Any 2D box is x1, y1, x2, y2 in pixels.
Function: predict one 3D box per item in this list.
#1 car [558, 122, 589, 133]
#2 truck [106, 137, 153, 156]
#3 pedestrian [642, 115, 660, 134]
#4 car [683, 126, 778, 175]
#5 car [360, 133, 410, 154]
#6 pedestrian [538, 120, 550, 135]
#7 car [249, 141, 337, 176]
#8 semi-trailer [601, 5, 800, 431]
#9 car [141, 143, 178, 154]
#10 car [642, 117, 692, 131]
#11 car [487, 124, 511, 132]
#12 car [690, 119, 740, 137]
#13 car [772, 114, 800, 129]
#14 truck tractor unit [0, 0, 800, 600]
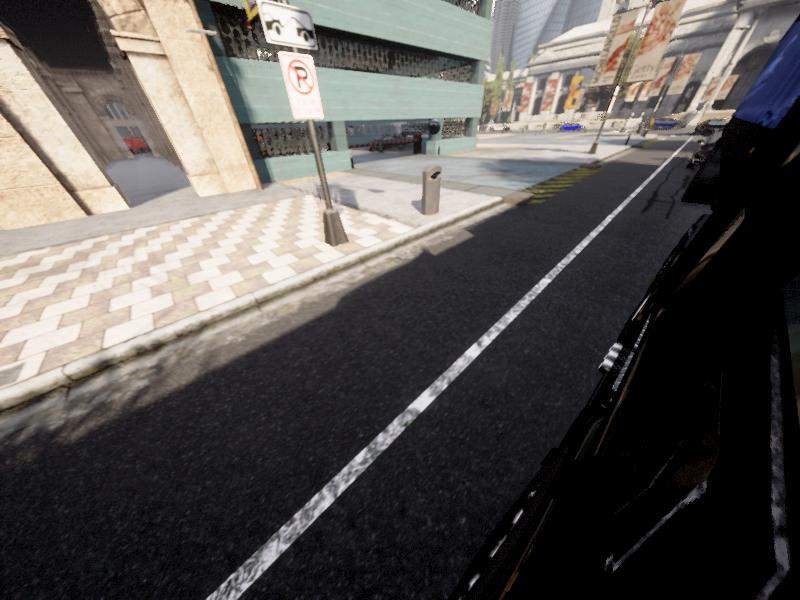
[{"bbox_3d":[33.204,-33.187,44.407,1.816,1.474,4.193,-31,45,-32],"label":"car"},{"bbox_3d":[-51.015,-29.162,43.783,5.204,2.467,2.627,-31,45,-32],"label":"truck"},{"bbox_3d":[31.125,-21.737,28.688,0.751,1.860,0.751,-32,45,-33],"label":"pedestrian"},{"bbox_3d":[15.677,-7.330,11.133,4.892,1.490,1.837,-31,45,-32],"label":"car"},{"bbox_3d":[-1.448,-16.553,24.328,4.902,1.511,2.128,-31,45,-32],"label":"car"},{"bbox_3d":[22.769,-27.204,36.517,0.751,1.860,0.751,-23,41,-25],"label":"pedestrian"},{"bbox_3d":[-7.087,-9.777,15.748,4.786,1.482,2.161,-31,45,-32],"label":"car"},{"bbox_3d":[8.516,-3.733,4.385,14.254,4.402,2.717,-30,45,-31],"label":"semi-trailer"},{"bbox_3d":[-45.804,-28.965,44.032,4.674,1.442,1.812,-31,45,-32],"label":"car"},{"bbox_3d":[42.061,-27.787,36.502,2.033,1.649,4.856,-31,45,-32],"label":"car"},{"bbox_3d":[25.461,-44.131,59.387,4.974,1.542,2.038,29,47,35],"label":"car"},{"bbox_3d":[35.184,-19.426,25.986,1.812,1.442,4.674,18,42,25],"label":"car"},{"bbox_3d":[49.646,-21.538,27.810,2.163,1.488,4.792,1,37,5],"label":"car"},{"bbox_3d":[2.645,-0.295,0.351,6.516,4.208,3.053,-28,44,-30],"label":"truck tractor unit"}]
